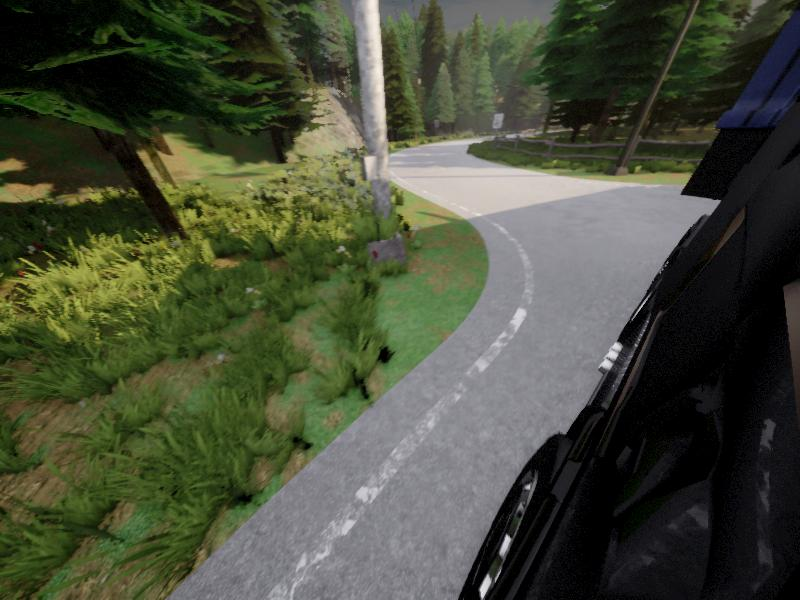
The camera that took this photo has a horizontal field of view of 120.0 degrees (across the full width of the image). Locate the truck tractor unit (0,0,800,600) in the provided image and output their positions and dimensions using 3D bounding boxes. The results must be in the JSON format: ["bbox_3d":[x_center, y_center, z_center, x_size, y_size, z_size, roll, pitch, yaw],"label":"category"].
[{"bbox_3d":[2.645,-0.295,0.351,6.516,4.208,3.053,-28,44,-30],"label":"truck tractor unit"}]

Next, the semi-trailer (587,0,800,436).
[{"bbox_3d":[9.490,-2.906,3.216,14.254,4.402,2.717,-18,39,-19],"label":"semi-trailer"}]
